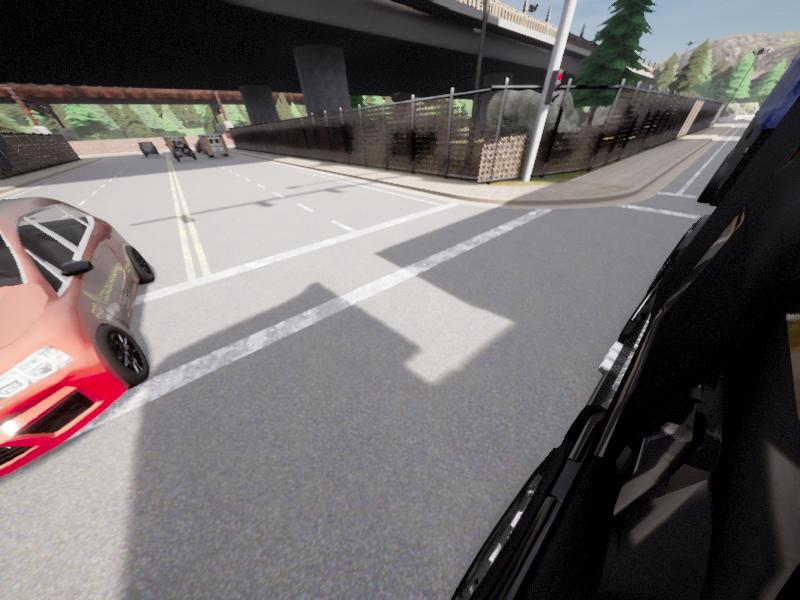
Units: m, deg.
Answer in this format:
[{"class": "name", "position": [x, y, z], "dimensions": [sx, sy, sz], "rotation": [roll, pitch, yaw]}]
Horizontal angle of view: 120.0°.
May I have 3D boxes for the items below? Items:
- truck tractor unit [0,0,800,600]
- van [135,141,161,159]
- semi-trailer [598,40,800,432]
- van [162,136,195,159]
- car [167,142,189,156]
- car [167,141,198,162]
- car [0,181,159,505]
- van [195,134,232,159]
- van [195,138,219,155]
[{"class": "truck tractor unit", "position": [2.645, -0.295, 0.351], "dimensions": [6.516, 4.208, 3.053], "rotation": [-28, 44, -30]}, {"class": "van", "position": [-37.980, -22.745, 34.897], "dimensions": [1.775, 1.987, 4.442], "rotation": [-28, 43, -30]}, {"class": "semi-trailer", "position": [8.684, -3.632, 4.216], "dimensions": [14.254, 4.402, 2.717], "rotation": [-28, 44, -30]}, {"class": "van", "position": [-31.113, -21.484, 32.393], "dimensions": [2.351, 2.431, 6.366], "rotation": [-28, 44, -30]}, {"class": "car", "position": [-35.951, -24.459, 37.364], "dimensions": [1.851, 1.617, 3.988], "rotation": [-28, 44, -30]}, {"class": "car", "position": [-25.906, -17.729, 27.499], "dimensions": [1.932, 1.855, 4.605], "rotation": [-28, 44, -30]}, {"class": "car", "position": [-4.754, -0.006, 2.623], "dimensions": [2.242, 1.667, 4.611], "rotation": [-29, 43, -30]}, {"class": "van", "position": [-24.576, -20.295, 30.376], "dimensions": [2.351, 2.431, 6.366], "rotation": [-28, 44, -30]}, {"class": "van", "position": [-29.595, -23.536, 35.397], "dimensions": [1.775, 1.987, 4.442], "rotation": [-28, 44, -30]}]
